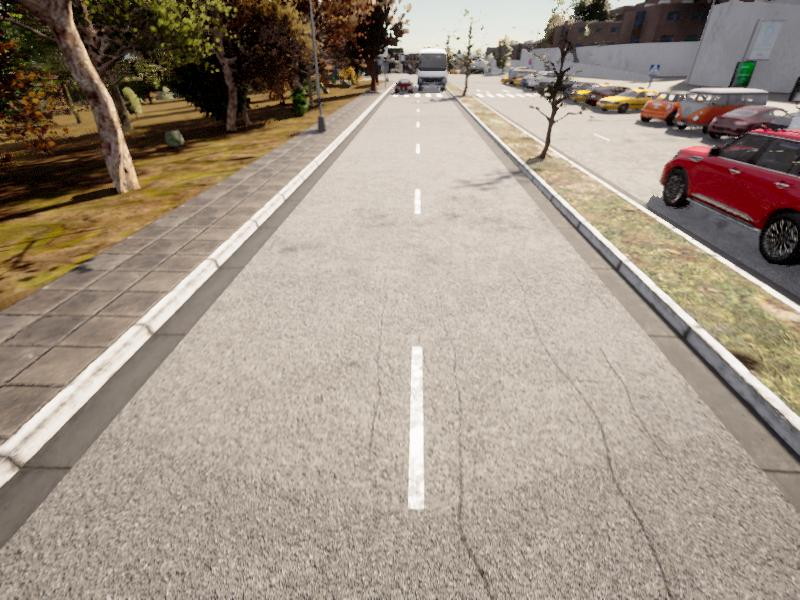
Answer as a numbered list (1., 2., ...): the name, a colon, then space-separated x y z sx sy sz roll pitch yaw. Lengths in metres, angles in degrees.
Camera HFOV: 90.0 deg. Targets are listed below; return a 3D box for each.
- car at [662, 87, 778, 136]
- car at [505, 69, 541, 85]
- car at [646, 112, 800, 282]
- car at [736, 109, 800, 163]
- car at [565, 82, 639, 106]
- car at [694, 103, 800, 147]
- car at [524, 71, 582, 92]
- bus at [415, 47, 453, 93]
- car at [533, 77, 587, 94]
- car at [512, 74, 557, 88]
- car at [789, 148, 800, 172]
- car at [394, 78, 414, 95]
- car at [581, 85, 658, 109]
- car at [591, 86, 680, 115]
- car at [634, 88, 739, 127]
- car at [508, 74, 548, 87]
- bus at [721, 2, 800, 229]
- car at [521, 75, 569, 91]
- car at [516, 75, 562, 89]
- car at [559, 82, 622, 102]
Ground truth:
1. car: 16.224 -9.687 20.405 4.442 1.987 1.878 -9 33 -15
2. car: 18.017 -32.695 58.744 4.442 1.987 1.878 -9 32 -16
3. car: 7.659 -2.298 7.899 2.150 2.045 5.566 1 31 2
4. car: 16.119 -6.437 15.468 4.792 1.488 2.163 -9 32 -16
5. car: 16.754 -17.192 33.271 5.366 1.575 1.946 -9 33 -15
6. car: 16.207 -7.952 18.024 4.674 1.452 2.002 -9 32 -15
7. car: 17.556 -25.113 45.978 5.566 2.045 2.435 -9 32 -16
8. bus: 3.844 -27.365 47.567 3.944 4.253 10.273 1 31 2
9. car: 17.417 -23.356 43.535 4.892 1.521 2.231 -9 33 -16
10. car: 18.061 -29.501 53.822 5.366 1.575 1.946 -9 32 -16
11. car: 15.798 -4.906 12.820 5.366 1.575 1.946 -9 32 -16
12. car: 0.464 -22.814 42.768 1.994 1.385 4.181 1 31 2
13. car: 16.836 -15.656 30.799 4.792 1.488 2.163 -9 32 -15
14. car: 16.514 -14.108 28.170 5.366 1.575 1.946 -9 33 -15
15. car: 16.423 -11.158 23.046 4.553 1.767 2.185 -9 32 -16
16. car: 18.031 -30.975 56.358 4.792 1.488 2.163 -9 32 -16
17. bus: 10.455 -2.025 5.261 3.944 4.253 10.273 1 31 2
18. car: 17.652 -26.417 48.650 5.008 1.535 2.097 -9 32 -16
19. car: 17.759 -27.944 51.213 4.892 1.521 2.231 -9 32 -16
20. car: 17.044 -18.722 35.898 4.674 1.452 2.002 -9 32 -15
